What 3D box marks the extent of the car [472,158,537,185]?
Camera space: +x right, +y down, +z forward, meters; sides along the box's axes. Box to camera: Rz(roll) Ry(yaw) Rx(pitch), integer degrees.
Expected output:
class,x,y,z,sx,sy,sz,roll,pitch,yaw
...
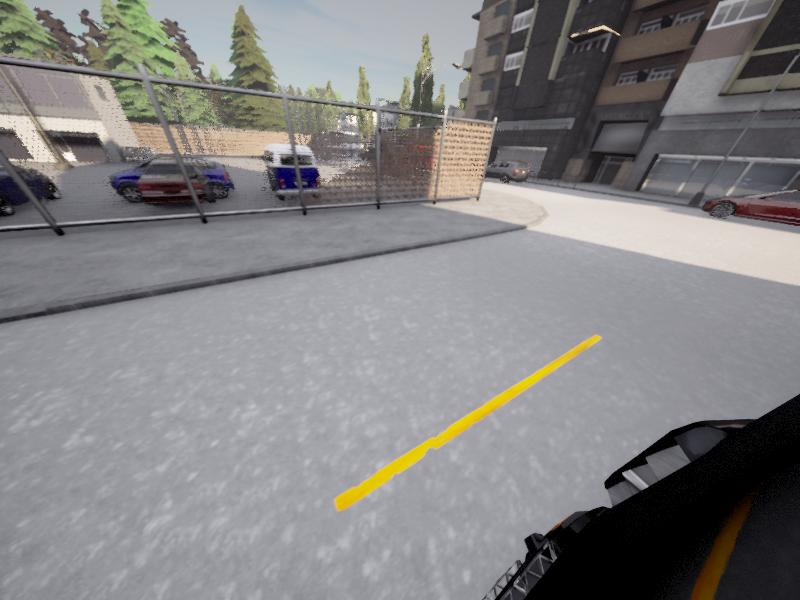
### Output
class,x,y,z,sx,sy,sz,roll,pitch,yaw
car,9.061,-11.535,20.577,2.242,1.667,4.611,-16,38,-26

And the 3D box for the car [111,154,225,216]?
class,x,y,z,sx,sy,sz,roll,pitch,yaw
car,-8.492,-4.768,9.119,2.033,1.415,5.357,-16,38,-26

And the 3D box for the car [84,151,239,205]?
class,x,y,z,sx,sy,sz,roll,pitch,yaw
car,-8.765,-4.851,9.093,3.705,1.547,1.789,-16,38,-26

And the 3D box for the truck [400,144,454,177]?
class,x,y,z,sx,sy,sz,roll,pitch,yaw
truck,2.469,-13.991,23.058,2.627,2.467,5.204,-16,38,-26

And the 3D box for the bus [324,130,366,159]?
class,x,y,z,sx,sy,sz,roll,pitch,yaw
bus,-10.359,-30.554,45.439,3.944,4.253,10.273,8,35,10

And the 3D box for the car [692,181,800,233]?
class,x,y,z,sx,sy,sz,roll,pitch,yaw
car,16.683,-3.933,9.851,2.163,1.488,4.792,-16,38,-26

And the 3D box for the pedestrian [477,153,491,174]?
class,x,y,z,sx,sy,sz,roll,pitch,yaw
pedestrian,9.301,-15.171,25.685,0.751,1.860,0.751,-23,42,-34

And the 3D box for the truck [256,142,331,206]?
class,x,y,z,sx,sy,sz,roll,pitch,yaw
truck,-4.973,-5.921,10.566,2.069,2.038,4.478,-16,38,-26

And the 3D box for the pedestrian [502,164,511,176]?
class,x,y,z,sx,sy,sz,roll,pitch,yaw
pedestrian,11.193,-13.672,24.255,0.500,1.100,0.500,29,42,34
